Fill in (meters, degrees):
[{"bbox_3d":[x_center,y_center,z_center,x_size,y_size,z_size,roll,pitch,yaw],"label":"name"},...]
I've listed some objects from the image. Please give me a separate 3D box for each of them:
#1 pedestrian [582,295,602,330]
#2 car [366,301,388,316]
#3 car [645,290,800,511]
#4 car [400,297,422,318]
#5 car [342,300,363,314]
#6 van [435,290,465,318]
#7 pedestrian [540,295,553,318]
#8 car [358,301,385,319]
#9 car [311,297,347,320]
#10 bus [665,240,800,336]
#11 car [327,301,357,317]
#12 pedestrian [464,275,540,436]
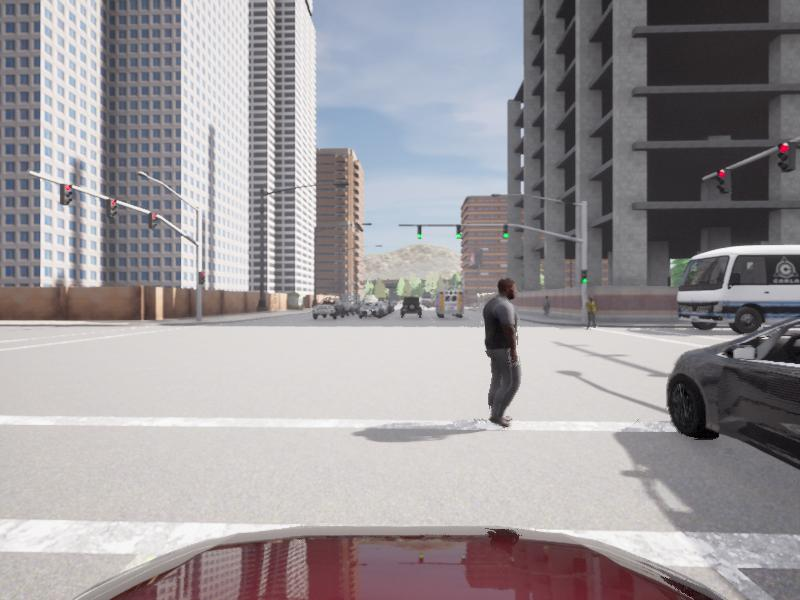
[{"bbox_3d":[10.232,0.644,21.376,0.751,1.860,0.751,0,0,5],"label":"pedestrian"},{"bbox_3d":[-2.270,0.884,41.311,1.812,1.442,4.674,0,0,3],"label":"car"},{"bbox_3d":[4.150,0.758,3.028,2.242,1.667,4.611,0,0,8],"label":"car"},{"bbox_3d":[1.061,0.658,37.135,1.905,1.878,3.866,0,0,2],"label":"car"},{"bbox_3d":[-5.522,0.804,47.001,1.851,1.617,3.988,0,0,3],"label":"car"},{"bbox_3d":[4.597,0.390,37.958,2.351,2.431,6.366,0,0,2],"label":"van"},{"bbox_3d":[12.100,0.497,33.033,0.751,1.860,0.751,0,0,-6],"label":"pedestrian"},{"bbox_3d":[-2.511,0.865,35.603,1.970,1.475,3.806,0,0,3],"label":"car"},{"bbox_3d":[-6.040,0.664,34.411,1.932,1.855,4.605,0,0,4],"label":"car"},{"bbox_3d":[19.527,-0.529,19.655,10.273,4.253,3.944,0,0,2],"label":"bus"},{"bbox_3d":[-5.805,0.865,40.558,2.163,1.488,4.792,0,0,3],"label":"car"},{"bbox_3d":[1.240,0.639,5.005,0.751,1.860,0.751,0,0,-1],"label":"pedestrian"}]
